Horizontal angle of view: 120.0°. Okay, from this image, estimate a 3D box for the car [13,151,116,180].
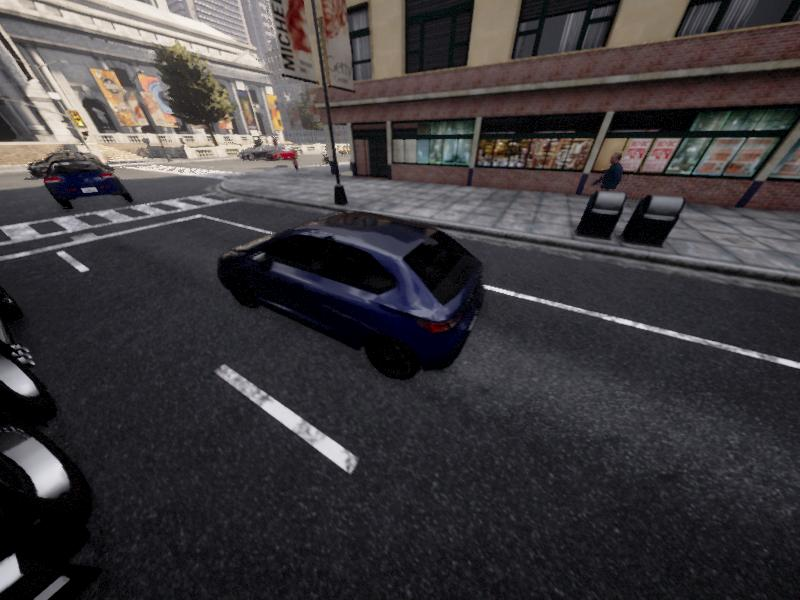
[{"bbox_3d":[-25.512,-10.429,17.787,1.851,1.617,3.988,18,39,24],"label":"car"}]

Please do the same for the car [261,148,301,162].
[{"bbox_3d":[-16.039,-19.806,31.386,1.994,1.385,4.181,17,39,24],"label":"car"}]

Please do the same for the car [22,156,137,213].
[{"bbox_3d":[-14.393,-5.507,10.610,5.027,1.651,2.152,27,43,33],"label":"car"}]

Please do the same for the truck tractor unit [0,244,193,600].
[{"bbox_3d":[-5.076,-0.335,0.822,6.516,4.208,3.053,20,40,26],"label":"truck tractor unit"}]

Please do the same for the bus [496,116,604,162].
[{"bbox_3d":[18.436,-20.458,29.508,10.273,4.253,3.944,18,39,24],"label":"bus"}]

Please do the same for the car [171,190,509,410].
[{"bbox_3d":[-0.937,-0.513,3.454,4.193,1.474,1.816,18,39,24],"label":"car"}]

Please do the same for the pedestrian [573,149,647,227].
[{"bbox_3d":[5.764,-3.133,6.514,0.751,1.860,0.751,14,37,19],"label":"pedestrian"}]

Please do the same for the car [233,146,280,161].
[{"bbox_3d":[-19.681,-20.229,31.896,2.128,1.511,4.902,18,39,24],"label":"car"}]

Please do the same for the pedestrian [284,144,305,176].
[{"bbox_3d":[-7.511,-9.964,16.437,0.751,1.860,0.751,-23,41,-29],"label":"pedestrian"}]
